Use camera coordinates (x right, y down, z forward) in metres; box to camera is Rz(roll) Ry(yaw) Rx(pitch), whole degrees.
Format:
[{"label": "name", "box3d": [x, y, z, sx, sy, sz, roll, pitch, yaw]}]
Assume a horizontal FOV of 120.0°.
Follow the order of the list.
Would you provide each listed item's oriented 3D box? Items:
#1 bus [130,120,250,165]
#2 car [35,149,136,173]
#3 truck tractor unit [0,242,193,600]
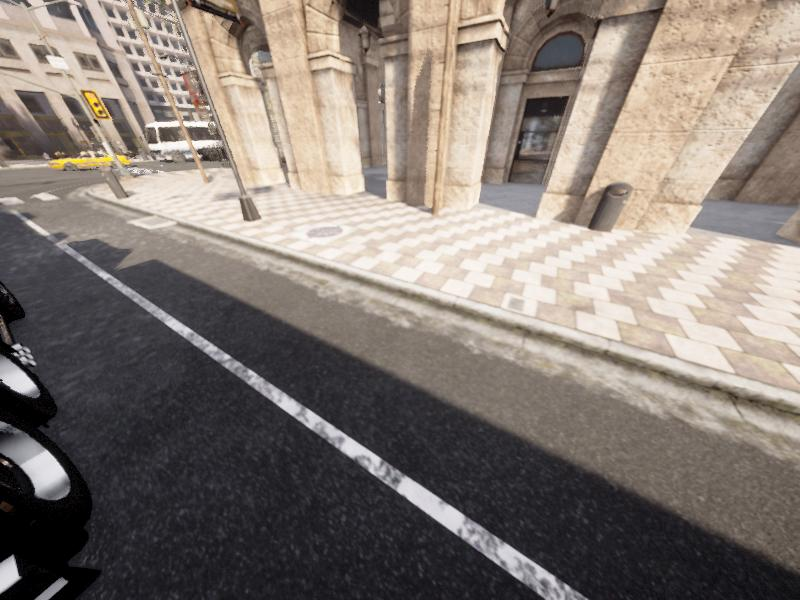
[{"label": "bus", "box3d": [-26.868, -20.989, 30.642, 3.944, 4.253, 10.273, 19, 41, 25]}, {"label": "car", "box3d": [-29.627, -13.383, 22.091, 1.801, 1.575, 5.366, 18, 39, 24]}, {"label": "truck tractor unit", "box3d": [-5.072, -0.338, 0.831, 6.516, 4.208, 3.053, 20, 40, 26]}]
